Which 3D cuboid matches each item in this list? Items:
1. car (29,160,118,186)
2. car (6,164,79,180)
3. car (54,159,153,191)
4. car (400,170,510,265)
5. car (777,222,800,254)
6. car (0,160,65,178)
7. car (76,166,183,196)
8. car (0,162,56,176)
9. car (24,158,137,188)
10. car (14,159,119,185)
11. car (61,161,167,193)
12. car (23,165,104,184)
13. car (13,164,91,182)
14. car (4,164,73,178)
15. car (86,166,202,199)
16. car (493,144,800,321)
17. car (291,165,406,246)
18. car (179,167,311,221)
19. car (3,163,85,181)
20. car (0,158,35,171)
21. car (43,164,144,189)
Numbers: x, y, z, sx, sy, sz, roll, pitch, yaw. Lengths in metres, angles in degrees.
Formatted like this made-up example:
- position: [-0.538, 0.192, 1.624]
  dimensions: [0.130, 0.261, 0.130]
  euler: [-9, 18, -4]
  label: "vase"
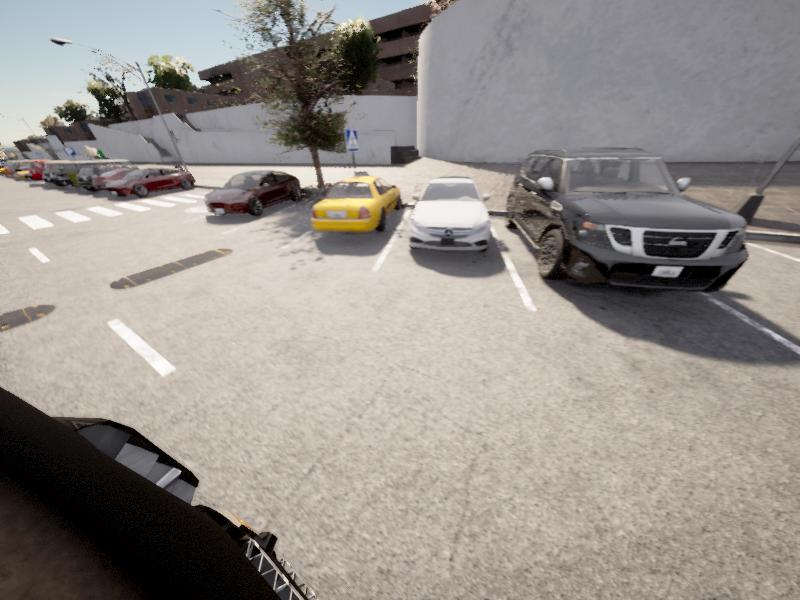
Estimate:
- position: [-32.304, -12.828, 23.164]
  dimensions: [1.878, 1.987, 4.442]
  euler: [5, 33, 9]
  label: "car"
- position: [-47.775, -17.340, 31.114]
  dimensions: [2.163, 1.488, 4.792]
  euler: [5, 34, 9]
  label: "car"
- position: [-24.530, -10.660, 19.498]
  dimensions: [1.878, 1.987, 4.442]
  euler: [4, 33, 9]
  label: "car"
- position: [1.399, -2.695, 6.613]
  dimensions: [2.002, 1.452, 4.674]
  euler: [5, 33, 9]
  label: "car"
- position: [9.157, -0.355, 2.525]
  dimensions: [1.946, 1.575, 5.366]
  euler: [4, 33, 9]
  label: "car"
- position: [-52.955, -19.051, 33.390]
  dimensions: [1.878, 1.987, 4.442]
  euler: [5, 34, 9]
  label: "car"
- position: [-19.384, -8.843, 16.971]
  dimensions: [2.002, 1.452, 4.674]
  euler: [4, 33, 9]
  label: "car"
- position: [-60.719, -21.225, 37.253]
  dimensions: [1.946, 1.575, 5.366]
  euler: [5, 34, 9]
  label: "car"
- position: [-29.708, -12.132, 21.936]
  dimensions: [2.435, 2.045, 5.566]
  euler: [5, 33, 9]
  label: "car"
- position: [-34.869, -13.695, 24.558]
  dimensions: [2.435, 2.045, 5.566]
  euler: [4, 33, 9]
  label: "car"
- position: [-21.971, -9.732, 18.145]
  dimensions: [2.185, 1.767, 4.553]
  euler: [4, 33, 9]
  label: "car"
- position: [-37.448, -14.204, 25.974]
  dimensions: [2.002, 1.452, 4.674]
  euler: [4, 33, 9]
  label: "car"
- position: [-42.614, -15.745, 28.510]
  dimensions: [2.163, 1.488, 4.792]
  euler: [5, 34, 9]
  label: "car"
- position: [-50.362, -18.103, 32.362]
  dimensions: [2.002, 1.452, 4.674]
  euler: [5, 34, 9]
  label: "car"
- position: [-16.783, -8.067, 15.648]
  dimensions: [2.163, 1.488, 4.792]
  euler: [5, 33, 9]
  label: "car"
- position: [3.988, -2.156, 5.127]
  dimensions: [2.435, 2.045, 5.566]
  euler: [5, 33, 9]
  label: "car"
- position: [-1.176, -3.594, 8.038]
  dimensions: [1.946, 1.575, 5.366]
  euler: [4, 33, 9]
  label: "car"
- position: [-6.398, -4.989, 10.471]
  dimensions: [2.163, 1.488, 4.792]
  euler: [5, 33, 9]
  label: "car"
- position: [-45.220, -16.468, 29.640]
  dimensions: [1.946, 1.575, 5.366]
  euler: [5, 34, 9]
  label: "car"
- position: [-78.757, -27.127, 46.148]
  dimensions: [2.435, 2.045, 5.566]
  euler: [5, 34, 9]
  label: "car"
- position: [-27.125, -11.169, 20.807]
  dimensions: [2.231, 1.521, 4.892]
  euler: [4, 33, 9]
  label: "car"
